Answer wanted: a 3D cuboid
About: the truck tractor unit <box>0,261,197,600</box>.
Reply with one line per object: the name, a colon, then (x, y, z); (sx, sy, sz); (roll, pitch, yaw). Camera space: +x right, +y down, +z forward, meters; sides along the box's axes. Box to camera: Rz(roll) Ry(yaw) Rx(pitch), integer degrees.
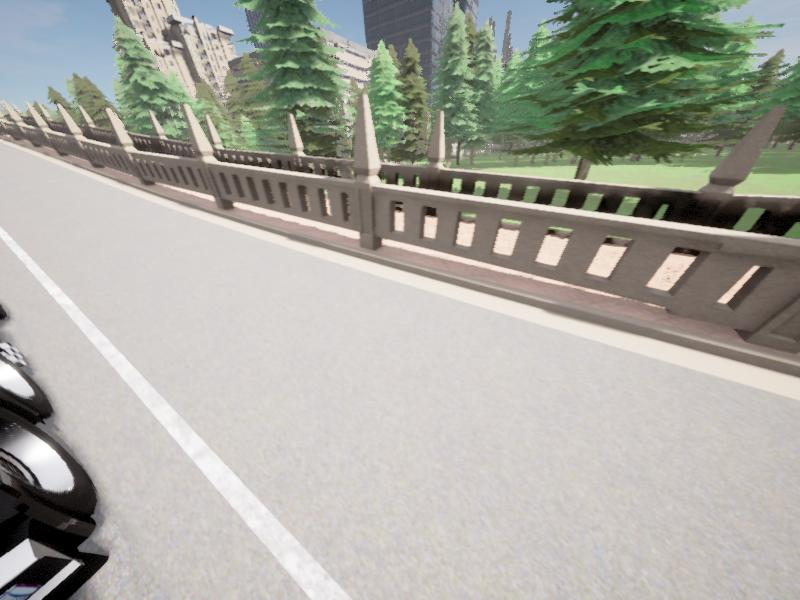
truck tractor unit: (-5.094, -0.323, 0.759); (6.516, 4.208, 3.053); (19, 40, 24)
